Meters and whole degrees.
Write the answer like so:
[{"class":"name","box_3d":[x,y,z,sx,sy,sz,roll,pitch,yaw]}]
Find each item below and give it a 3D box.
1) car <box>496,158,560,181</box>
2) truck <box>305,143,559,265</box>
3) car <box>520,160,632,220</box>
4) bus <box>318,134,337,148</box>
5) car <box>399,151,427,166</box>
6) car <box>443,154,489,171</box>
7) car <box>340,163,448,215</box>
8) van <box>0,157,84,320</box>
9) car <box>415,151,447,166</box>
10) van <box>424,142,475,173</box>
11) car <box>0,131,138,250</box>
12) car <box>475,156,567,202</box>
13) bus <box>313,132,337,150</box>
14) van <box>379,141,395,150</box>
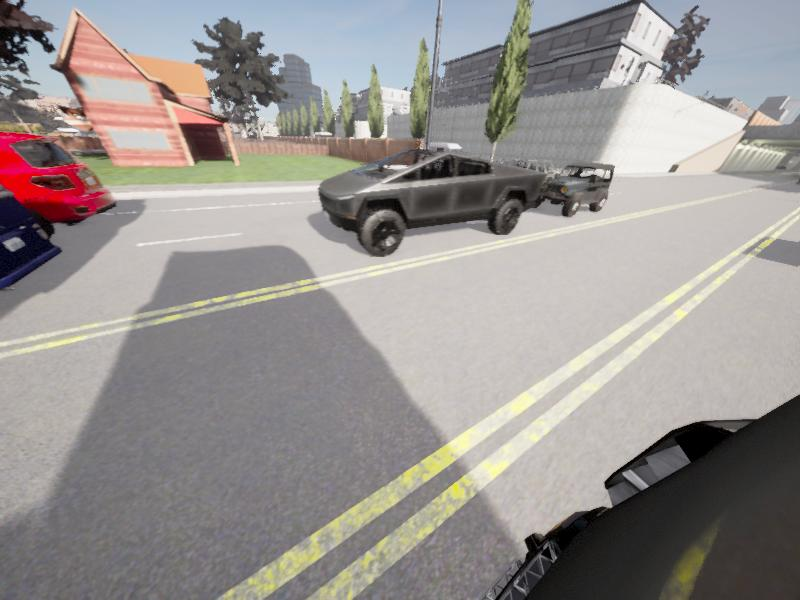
[{"class":"car","box_3d":[12.202,-12.793,22.467,2.128,1.511,4.902,-16,38,-26]},{"class":"truck","box_3d":[1.037,-2.969,6.508,6.274,2.098,2.390,-15,38,-25]},{"class":"car","box_3d":[7.577,-4.900,10.048,3.866,1.878,1.905,-17,39,-27]},{"class":"bus","box_3d":[-28.441,-62.552,90.808,3.944,4.253,10.273,-16,39,-26]},{"class":"car","box_3d":[1.673,-19.280,31.354,1.970,1.475,3.806,-16,38,-26]},{"class":"car","box_3d":[7.955,-16.930,28.404,2.033,1.411,5.357,-16,38,-26]},{"class":"car","box_3d":[-0.232,-4.690,9.526,3.806,1.475,1.970,-16,38,-26]},{"class":"van","box_3d":[-7.529,-0.508,2.310,4.442,1.987,1.775,-16,38,-26]},{"class":"car","box_3d":[4.386,-20.470,33.309,1.837,1.490,4.892,-17,38,-26]},{"class":"van","box_3d":[5.314,-16.171,26.052,1.988,2.561,5.915,-17,38,-26]},{"class":"car","box_3d":[-9.799,-2.124,4.484,5.566,2.045,2.150,-16,38,-25]},{"class":"car","box_3d":[6.626,-6.729,12.708,4.605,1.855,1.932,-18,39,-28]},{"class":"bus","box_3d":[-23.063,-48.719,70.750,3.944,4.253,10.273,-16,39,-26]},{"class":"van","box_3d":[-4.870,-58.004,86.669,5.915,2.561,1.988,-19,40,-24]}]
